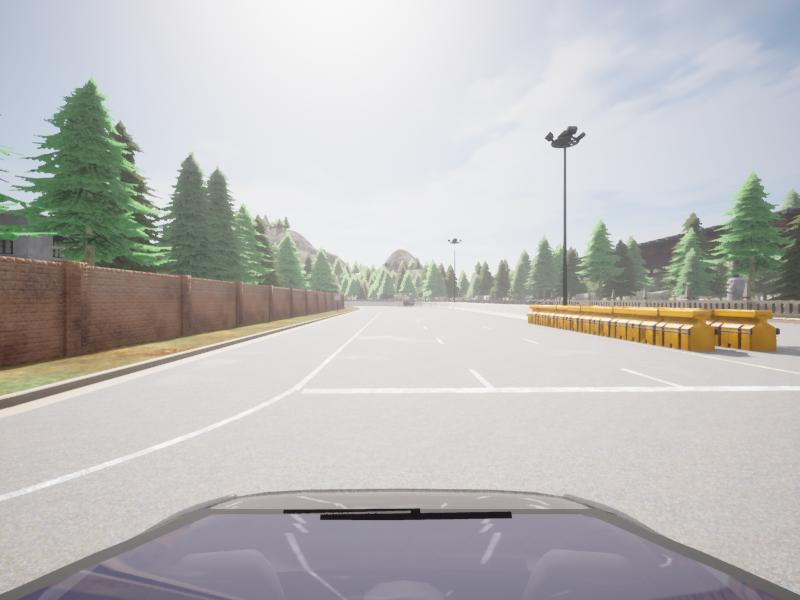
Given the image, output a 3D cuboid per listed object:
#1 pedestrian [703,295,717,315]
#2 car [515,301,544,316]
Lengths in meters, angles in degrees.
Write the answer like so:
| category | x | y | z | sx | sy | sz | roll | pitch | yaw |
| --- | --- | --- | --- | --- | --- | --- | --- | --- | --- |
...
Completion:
| category | x | y | z | sx | sy | sz | roll | pitch | yaw |
| --- | --- | --- | --- | --- | --- | --- | --- | --- | --- |
| pedestrian | 28.987 | 0.485 | 37.384 | 0.751 | 1.860 | 0.751 | 0 | 0 | -1 |
| car | 13.465 | 0.827 | 41.753 | 1.845 | 1.501 | 3.633 | 0 | 0 | 0 |
